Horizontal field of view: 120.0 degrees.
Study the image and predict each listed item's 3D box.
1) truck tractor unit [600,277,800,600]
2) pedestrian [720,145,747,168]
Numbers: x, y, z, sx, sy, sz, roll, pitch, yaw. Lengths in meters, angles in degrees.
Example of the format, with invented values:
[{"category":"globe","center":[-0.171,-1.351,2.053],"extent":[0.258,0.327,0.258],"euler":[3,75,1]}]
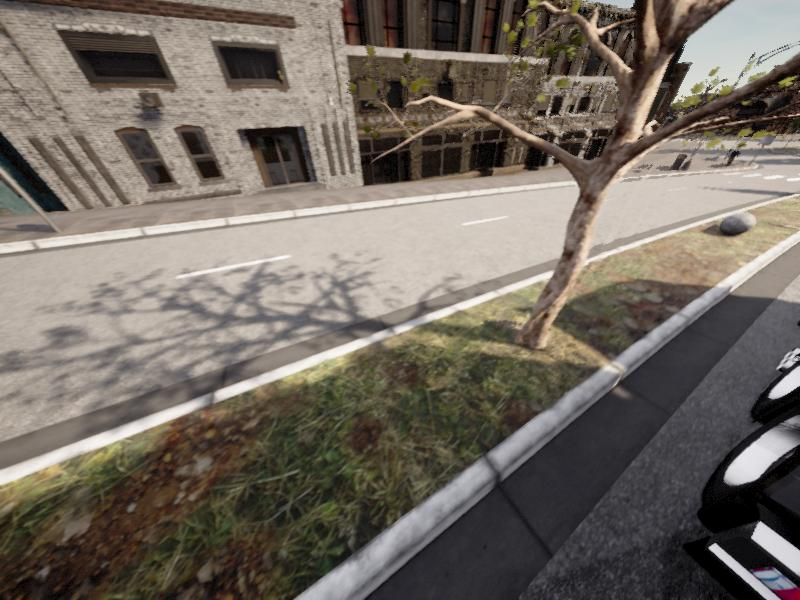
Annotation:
[{"category":"truck tractor unit","center":[5.137,-0.271,0.766],"extent":[6.516,4.208,3.053],"euler":[-17,38,-23]},{"category":"pedestrian","center":[32.495,-13.980,22.534],"extent":[0.751,1.860,0.751],"euler":[-29,44,-30]}]
